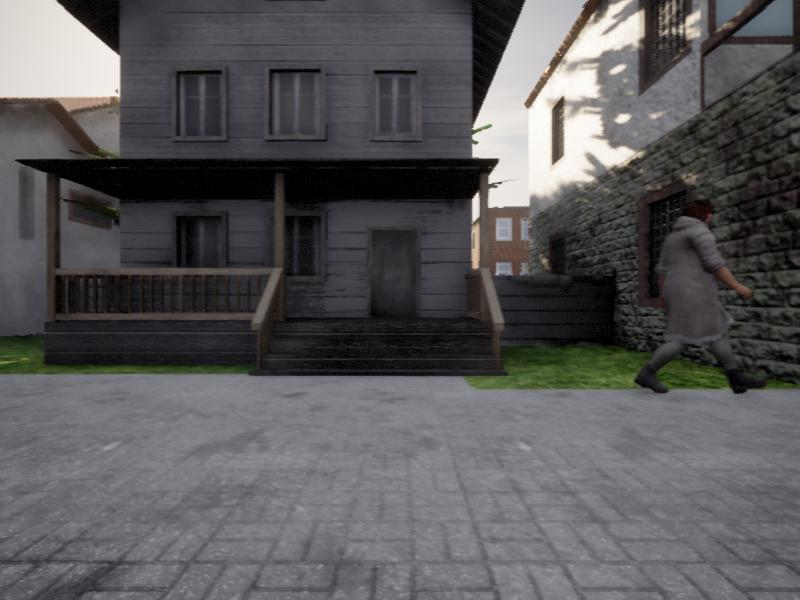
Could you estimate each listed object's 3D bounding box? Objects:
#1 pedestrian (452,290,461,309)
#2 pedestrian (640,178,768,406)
[{"bbox_3d":[5.455,-0.071,38.748,0.751,1.860,0.751,0,0,0],"label":"pedestrian"},{"bbox_3d":[2.766,-0.069,3.740,0.751,1.860,0.751,0,0,19],"label":"pedestrian"}]
